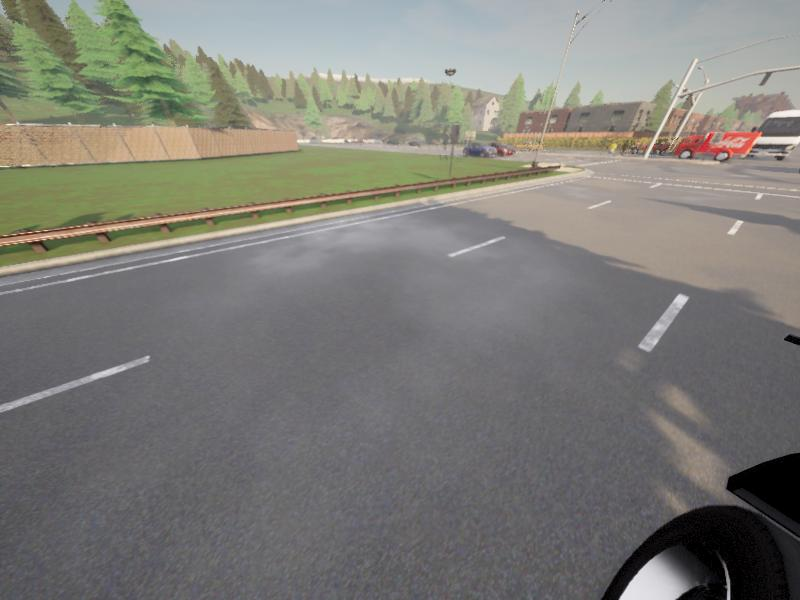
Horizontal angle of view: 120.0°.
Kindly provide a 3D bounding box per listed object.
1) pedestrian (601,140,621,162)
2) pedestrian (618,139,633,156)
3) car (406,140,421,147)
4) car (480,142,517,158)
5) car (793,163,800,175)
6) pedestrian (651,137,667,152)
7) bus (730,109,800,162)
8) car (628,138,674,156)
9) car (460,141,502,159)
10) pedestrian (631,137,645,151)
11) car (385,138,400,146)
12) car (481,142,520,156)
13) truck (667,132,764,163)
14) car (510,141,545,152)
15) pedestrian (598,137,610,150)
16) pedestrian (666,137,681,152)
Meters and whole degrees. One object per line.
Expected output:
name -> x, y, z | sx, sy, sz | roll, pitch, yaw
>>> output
pedestrian -> 21.973, -15.530, 24.051 | 0.751, 1.860, 0.751 | -24, 42, -30
pedestrian -> 29.481, -19.939, 30.231 | 0.751, 1.860, 0.751 | 27, 43, 33
car -> 3.711, -43.541, 64.267 | 1.970, 1.475, 3.806 | -22, 41, -27
car -> 13.170, -20.354, 31.226 | 1.851, 1.617, 3.988 | -22, 41, -27
car -> 29.720, -9.596, 15.925 | 4.902, 1.511, 2.128 | -22, 41, -28
pedestrian -> 38.532, -23.175, 34.417 | 0.751, 1.860, 0.751 | -26, 42, -31
bus -> 42.184, -18.186, 25.604 | 10.273, 4.253, 3.944 | -22, 41, -28
car -> 34.988, -21.494, 32.400 | 3.866, 1.878, 1.905 | 25, 43, 31
car -> 10.217, -19.336, 29.647 | 2.097, 1.767, 4.553 | -22, 40, -27
pedestrian -> 39.330, -25.825, 38.217 | 0.751, 1.860, 0.751 | -26, 43, -31
car -> -2.430, -52.475, 76.485 | 2.150, 2.045, 5.566 | -22, 40, -27
car -> 14.801, -22.511, 34.375 | 2.163, 1.488, 4.792 | -22, 40, -27
truck -> 32.721, -16.061, 24.221 | 2.627, 2.467, 5.204 | -22, 40, -27
car -> 22.885, -27.774, 41.672 | 1.801, 1.575, 5.366 | -17, 38, -22
pedestrian -> 37.207, -28.605, 42.173 | 0.751, 1.860, 0.751 | -22, 41, -28
pedestrian -> 42.549, -24.256, 35.966 | 0.751, 1.860, 0.751 | -25, 42, -31
